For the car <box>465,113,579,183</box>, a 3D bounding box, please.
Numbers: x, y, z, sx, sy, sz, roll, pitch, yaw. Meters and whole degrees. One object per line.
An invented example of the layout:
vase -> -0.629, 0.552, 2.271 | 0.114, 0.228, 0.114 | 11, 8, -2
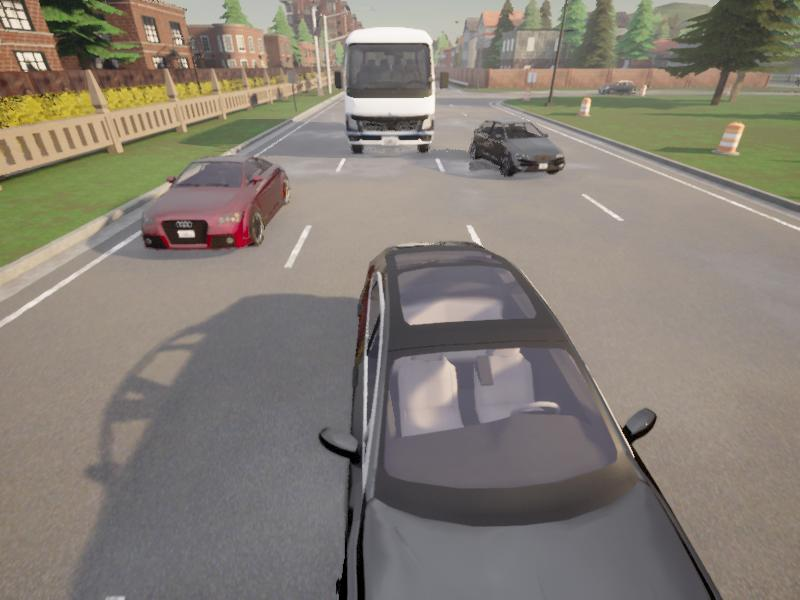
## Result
car -> 3.823, -5.252, 13.482 | 1.816, 1.474, 4.193 | -6, 31, -10

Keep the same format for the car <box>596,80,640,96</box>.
car -> 25.337, -24.724, 46.641 | 3.806, 1.475, 1.970 | -4, 31, -7

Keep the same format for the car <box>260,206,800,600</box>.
car -> 0.529, 0.741, 3.233 | 2.128, 1.511, 4.902 | -3, 30, -2

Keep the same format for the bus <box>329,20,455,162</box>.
bus -> -0.317, -9.495, 17.996 | 3.944, 4.253, 10.273 | -1, 30, -1

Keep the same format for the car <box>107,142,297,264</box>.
car -> -3.745, -2.307, 8.588 | 1.994, 1.385, 4.181 | -1, 30, -1

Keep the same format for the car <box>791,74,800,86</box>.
car -> 68.488, -36.540, 66.474 | 2.033, 1.649, 4.856 | 0, 30, -1
